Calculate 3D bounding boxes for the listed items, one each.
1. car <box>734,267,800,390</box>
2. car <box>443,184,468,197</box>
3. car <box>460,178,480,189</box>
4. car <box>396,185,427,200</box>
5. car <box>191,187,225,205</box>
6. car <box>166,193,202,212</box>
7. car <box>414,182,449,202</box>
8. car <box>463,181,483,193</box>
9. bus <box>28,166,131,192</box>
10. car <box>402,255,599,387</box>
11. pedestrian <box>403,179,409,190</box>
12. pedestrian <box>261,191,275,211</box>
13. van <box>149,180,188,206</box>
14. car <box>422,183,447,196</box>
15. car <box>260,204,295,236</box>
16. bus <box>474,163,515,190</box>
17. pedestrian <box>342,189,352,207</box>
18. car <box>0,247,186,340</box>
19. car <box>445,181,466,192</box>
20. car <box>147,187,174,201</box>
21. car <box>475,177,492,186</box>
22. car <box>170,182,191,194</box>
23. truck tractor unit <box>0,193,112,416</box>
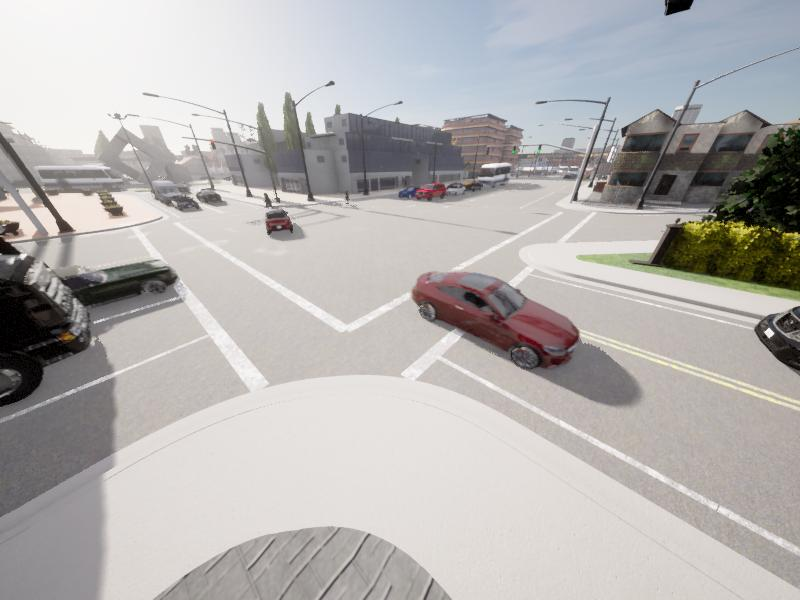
[{"bbox_3d":[11.035,1.388,3.860,5.566,2.045,2.150,23,37,34],"label":"car"},{"bbox_3d":[9.175,-18.068,37.952,1.812,1.442,4.674,23,38,34],"label":"car"},{"bbox_3d":[14.715,-24.380,48.283,1.882,1.535,5.008,23,39,34],"label":"car"},{"bbox_3d":[1.789,-16.373,35.030,1.882,1.535,5.008,22,37,34],"label":"car"},{"bbox_3d":[-25.835,-14.060,31.021,5.238,1.638,1.930,23,37,34],"label":"car"},{"bbox_3d":[-24.281,-11.043,25.962,4.193,1.474,1.816,23,37,34],"label":"car"},{"bbox_3d":[4.495,-15.481,32.969,2.150,2.045,5.566,23,37,34],"label":"car"},{"bbox_3d":[13.383,-20.697,42.256,1.816,1.474,4.193,23,38,34],"label":"car"},{"bbox_3d":[-61.711,-23.735,45.160,10.273,4.253,3.944,-12,32,-20],"label":"bus"},{"bbox_3d":[2.380,0.134,6.647,4.674,1.442,1.812,26,39,37],"label":"car"},{"bbox_3d":[1.120,-22.044,44.073,0.751,1.860,0.751,24,37,35],"label":"pedestrian"},{"bbox_3d":[-14.336,-10.781,25.085,0.751,1.860,0.751,-19,35,-29],"label":"pedestrian"},{"bbox_3d":[-29.986,-13.922,29.886,5.915,2.561,1.988,23,37,34],"label":"van"},{"bbox_3d":[5.948,-18.877,39.331,1.837,1.490,4.892,22,38,34],"label":"car"},{"bbox_3d":[-9.404,-6.184,17.584,1.816,1.474,4.193,-15,33,-24],"label":"car"},{"bbox_3d":[19.728,-25.822,47.864,3.944,4.253,10.273,23,39,34],"label":"bus"},{"bbox_3d":[-6.291,-12.152,27.449,0.751,1.860,0.751,3,30,6],"label":"pedestrian"},{"bbox_3d":[-10.793,-0.438,7.886,1.895,1.301,4.718,23,37,34],"label":"car"},{"bbox_3d":[10.656,-21.736,44.166,1.994,1.385,4.181,24,39,35],"label":"car"},{"bbox_3d":[-35.140,-15.621,33.838,3.633,1.501,1.845,22,37,33],"label":"car"},{"bbox_3d":[19.038,-27.106,52.717,1.812,1.442,4.674,23,39,34],"label":"car"},{"bbox_3d":[-39.723,-20.263,41.765,1.930,1.638,5.238,-26,39,-37],"label":"car"},{"bbox_3d":[-10.133,0.654,3.128,3.053,4.208,6.516,23,38,34],"label":"truck tractor unit"}]
